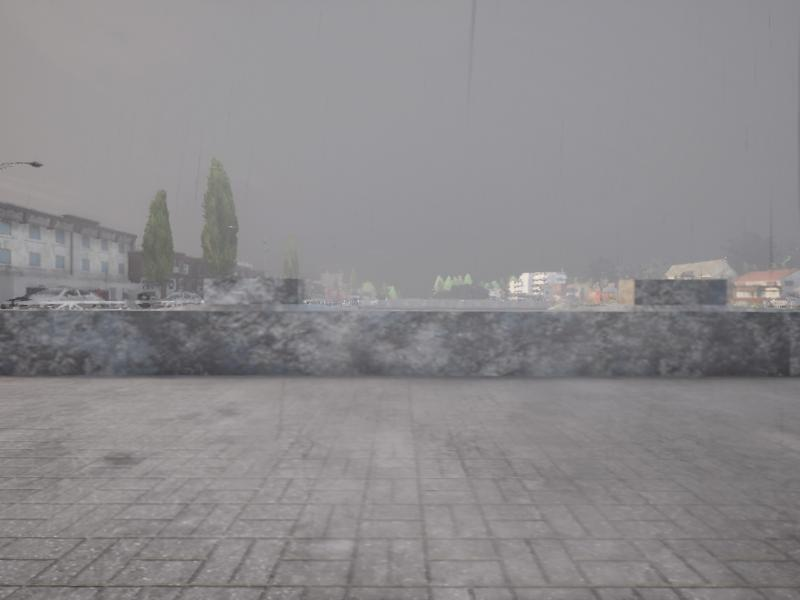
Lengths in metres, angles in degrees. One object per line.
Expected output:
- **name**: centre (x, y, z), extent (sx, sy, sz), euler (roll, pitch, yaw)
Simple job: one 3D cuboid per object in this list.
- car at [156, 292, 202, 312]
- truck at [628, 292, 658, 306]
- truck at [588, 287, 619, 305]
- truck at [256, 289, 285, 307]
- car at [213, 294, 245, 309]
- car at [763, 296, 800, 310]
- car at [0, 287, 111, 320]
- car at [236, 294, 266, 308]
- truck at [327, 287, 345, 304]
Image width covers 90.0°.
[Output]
- **car**: centre (-19.069, 0.153, 34.743), extent (1.851, 1.617, 3.988), euler (0, 0, 0)
- **truck**: centre (46.608, -0.158, 76.846), extent (2.627, 2.467, 5.204), euler (0, 0, 0)
- **truck**: centre (46.611, -0.838, 91.833), extent (2.891, 3.827, 8.468), euler (0, 0, 0)
- **truck**: centre (-19.062, -0.282, 59.220), extent (2.627, 2.467, 5.204), euler (0, 0, 0)
- **car**: centre (-19.067, 0.153, 44.741), extent (1.851, 1.617, 3.988), euler (0, 0, 0)
- **car**: centre (46.594, 0.311, 47.788), extent (2.038, 1.542, 4.974), euler (0, 0, 0)
- **car**: centre (-19.065, 0.143, 22.408), extent (2.152, 1.651, 5.027), euler (0, 0, 0)
- **car**: centre (-19.064, 0.136, 51.526), extent (1.930, 1.638, 5.238), euler (0, 0, 0)
- **truck**: centre (-15.053, -0.953, 95.086), extent (2.891, 3.827, 8.468), euler (0, 0, 0)
